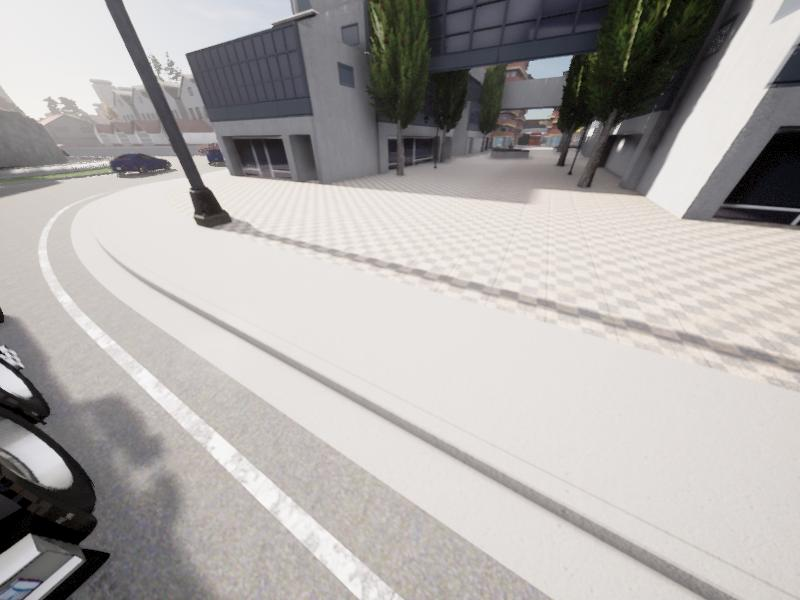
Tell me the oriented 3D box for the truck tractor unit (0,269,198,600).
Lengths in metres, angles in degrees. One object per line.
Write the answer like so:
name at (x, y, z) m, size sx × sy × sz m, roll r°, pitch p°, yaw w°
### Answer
truck tractor unit at (-5.115, -0.298, 0.765) m, size 6.516 × 4.208 × 3.053 m, roll 18°, pitch 39°, yaw 24°

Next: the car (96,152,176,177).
car at (-21.887, -11.556, 19.525) m, size 1.812 × 1.442 × 4.674 m, roll -4°, pitch 35°, yaw -5°
